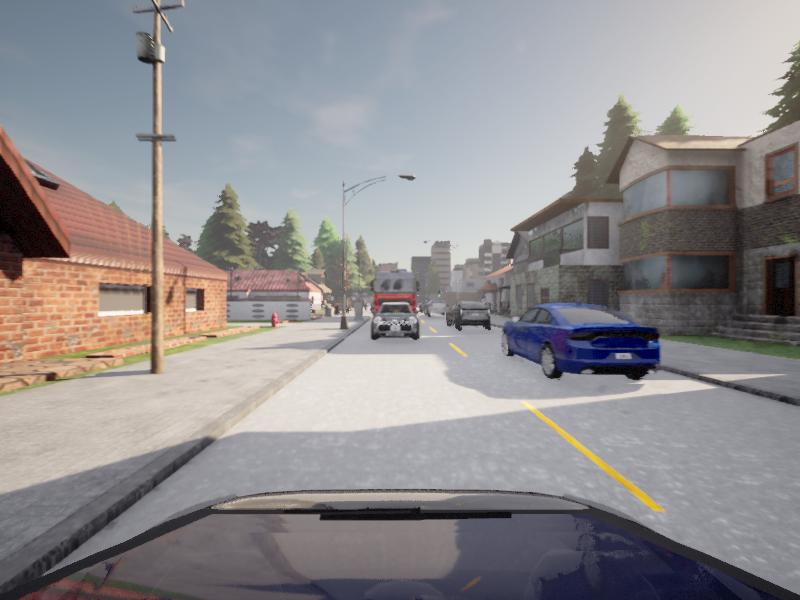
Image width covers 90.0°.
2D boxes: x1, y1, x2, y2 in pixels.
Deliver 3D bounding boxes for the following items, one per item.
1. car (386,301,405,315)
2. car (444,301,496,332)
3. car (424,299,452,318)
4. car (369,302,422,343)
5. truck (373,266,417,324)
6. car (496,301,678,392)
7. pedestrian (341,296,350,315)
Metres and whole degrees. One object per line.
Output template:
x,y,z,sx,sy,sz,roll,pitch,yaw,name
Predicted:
-0.468,0.827,45.465,2.128,1.511,4.902,0,0,0,car
3.731,0.824,22.146,2.007,1.525,4.514,0,0,-1,car
3.549,0.772,38.505,2.152,1.651,5.027,0,0,-1,car
-0.185,0.850,16.770,1.970,1.475,3.806,0,0,0,car
-0.331,-0.327,30.675,2.891,3.827,8.468,0,0,0,truck
3.879,0.821,9.500,1.882,1.535,5.008,0,0,-1,car
-5.371,0.525,39.362,0.751,1.860,0.751,0,0,-1,pedestrian
